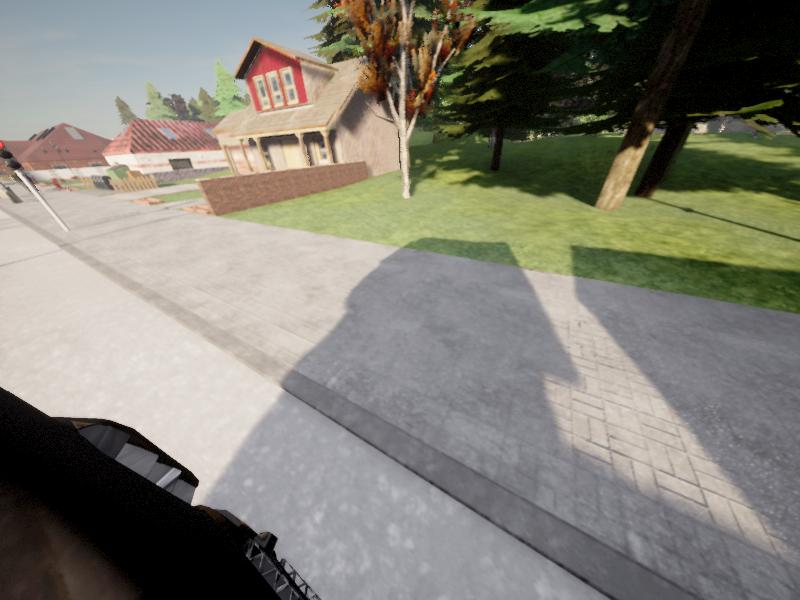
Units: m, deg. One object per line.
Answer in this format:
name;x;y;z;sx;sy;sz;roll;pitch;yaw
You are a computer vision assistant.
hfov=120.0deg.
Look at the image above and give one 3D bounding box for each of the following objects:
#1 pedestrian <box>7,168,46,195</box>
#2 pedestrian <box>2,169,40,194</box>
pedestrian;-30.758;-9.744;19.046;0.751;1.860;0.751;14;37;24
pedestrian;-32.631;-10.226;19.914;0.751;1.860;0.751;12;36;21
